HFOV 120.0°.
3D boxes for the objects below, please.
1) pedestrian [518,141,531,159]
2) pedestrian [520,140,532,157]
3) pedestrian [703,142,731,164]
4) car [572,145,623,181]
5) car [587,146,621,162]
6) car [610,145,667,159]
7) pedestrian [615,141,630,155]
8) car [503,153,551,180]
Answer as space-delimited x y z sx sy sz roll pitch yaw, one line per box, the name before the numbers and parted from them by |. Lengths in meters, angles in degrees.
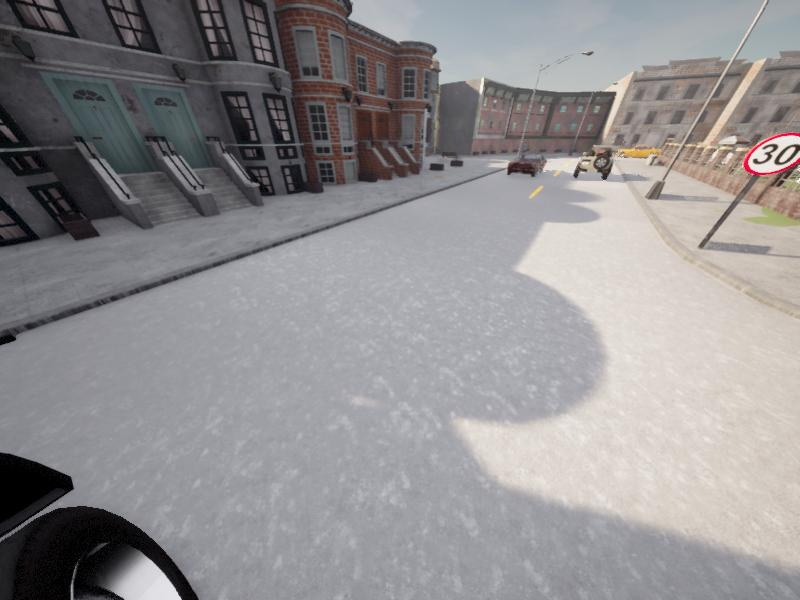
pedestrian | 14.955 -18.055 27.813 0.751 1.860 0.751 27 43 33
pedestrian | 17.480 -21.102 32.157 0.751 1.860 0.751 -24 42 -31
pedestrian | 32.344 -15.009 23.636 0.751 1.860 0.751 21 40 27
car | 13.750 -9.747 16.218 1.932 1.855 4.605 22 40 28
car | 25.001 -17.992 28.363 3.806 1.475 1.970 -26 43 -33
car | 32.682 -20.492 31.922 5.008 1.535 1.882 16 38 22
pedestrian | 34.427 -23.554 35.777 0.751 1.860 0.751 9 36 11
car | 9.326 -9.851 16.838 1.895 1.301 4.718 23 41 28
